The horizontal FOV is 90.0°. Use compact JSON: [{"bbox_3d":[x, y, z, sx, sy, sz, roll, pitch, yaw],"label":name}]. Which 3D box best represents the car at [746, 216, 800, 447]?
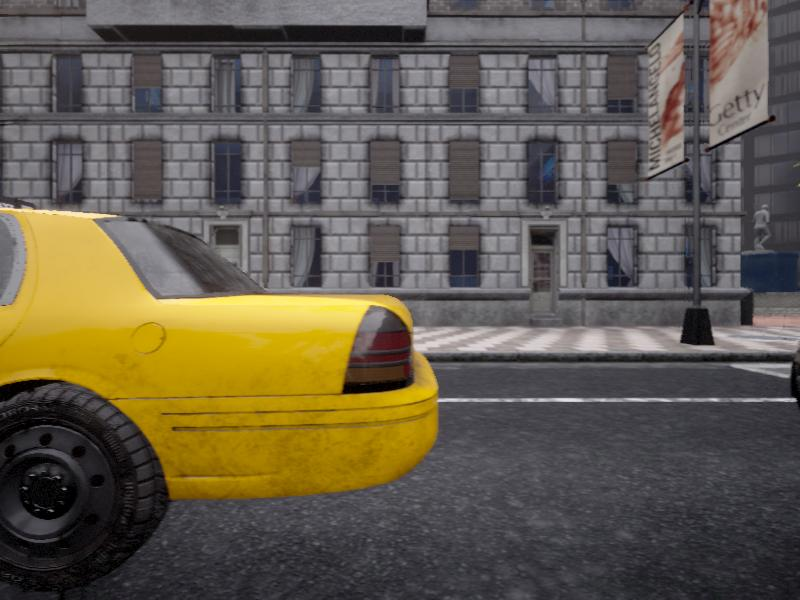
[{"bbox_3d":[4.525,0.211,2.191,3.705,1.549,1.789,0,0,0],"label":"car"}]

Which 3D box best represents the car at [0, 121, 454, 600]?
[{"bbox_3d":[-2.511,0.204,2.199,5.366,1.575,1.801,0,0,0],"label":"car"}]
